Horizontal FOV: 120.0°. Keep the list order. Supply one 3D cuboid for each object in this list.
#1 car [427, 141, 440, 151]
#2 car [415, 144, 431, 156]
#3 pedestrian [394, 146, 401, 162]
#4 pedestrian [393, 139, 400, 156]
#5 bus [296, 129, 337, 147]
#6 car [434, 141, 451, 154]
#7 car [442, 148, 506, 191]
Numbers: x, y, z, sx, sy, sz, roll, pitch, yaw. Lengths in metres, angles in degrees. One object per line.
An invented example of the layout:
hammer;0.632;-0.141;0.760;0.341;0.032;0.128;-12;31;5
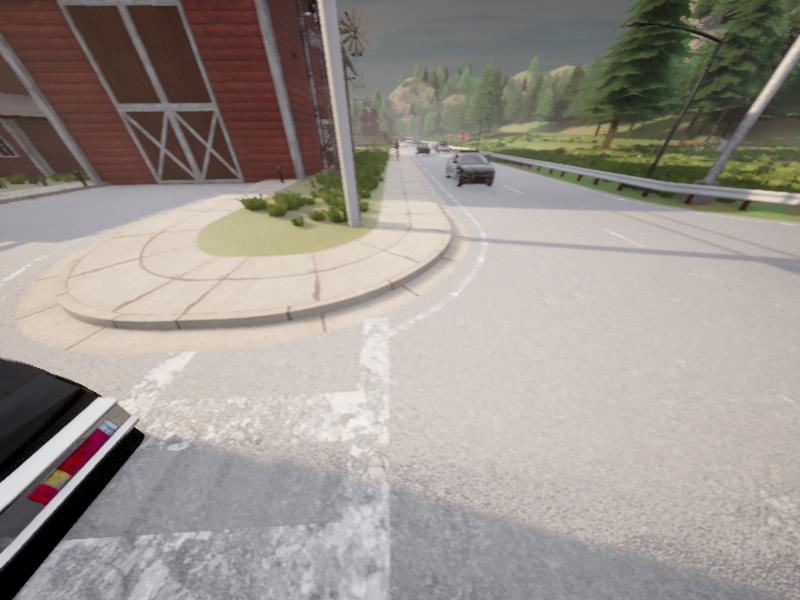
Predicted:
car;6.448;-30.416;45.516;1.812;1.442;4.674;-1;35;-1
car;3.319;-22.125;34.007;1.895;1.301;4.718;-1;35;-1
pedestrian;-0.263;-15.021;23.741;0.751;1.300;0.751;0;35;1
pedestrian;-0.441;-20.208;30.578;0.751;1.860;0.751;-4;35;-5
bus;-24.664;-48.466;69.131;10.273;4.253;3.944;-27;43;-32
car;6.723;-24.467;36.978;1.851;1.617;3.988;-1;35;-1
car;3.973;-7.767;13.439;1.930;1.638;5.238;-1;35;-1
